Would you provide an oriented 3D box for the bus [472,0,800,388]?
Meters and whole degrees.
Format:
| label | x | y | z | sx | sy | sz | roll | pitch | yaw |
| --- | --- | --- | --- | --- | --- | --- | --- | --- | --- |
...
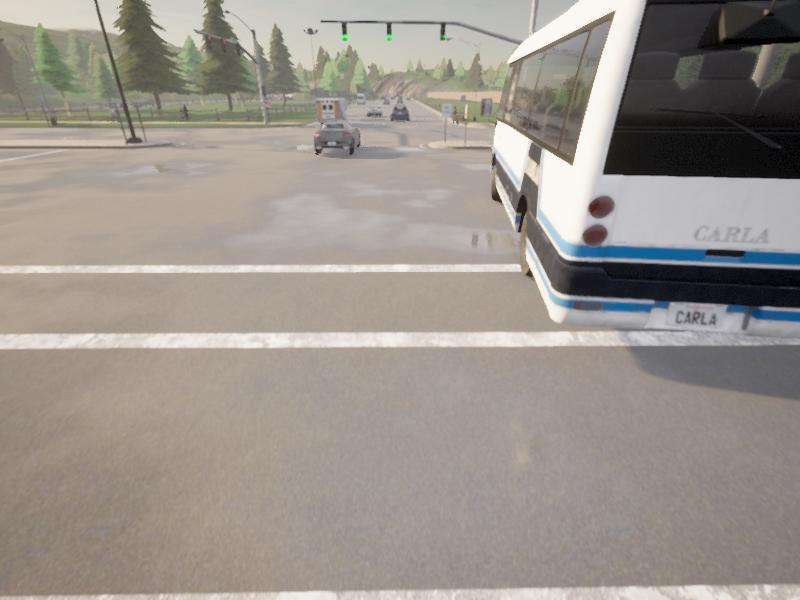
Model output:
| label | x | y | z | sx | sy | sz | roll | pitch | yaw |
| --- | --- | --- | --- | --- | --- | --- | --- | --- | --- |
| bus | 3.868 | -3.306 | 8.270 | 3.944 | 4.253 | 10.273 | 3 | 28 | 6 |

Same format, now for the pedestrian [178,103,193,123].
| label | x | y | z | sx | sy | sz | roll | pitch | yaw |
| --- | --- | --- | --- | --- | --- | --- | --- | --- | --- |
| pedestrian | -22.308 | -19.487 | 41.632 | 0.751 | 1.860 | 0.751 | 2 | 27 | 3 |

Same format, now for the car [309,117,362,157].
| label | x | y | z | sx | sy | sz | roll | pitch | yaw |
| --- | --- | --- | --- | --- | --- | --- | --- | --- | --- |
| car | -3.498 | -9.327 | 22.717 | 2.152 | 1.651 | 5.027 | 0 | 27 | 0 |

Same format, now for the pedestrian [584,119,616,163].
| label | x | y | z | sx | sy | sz | roll | pitch | yaw |
| --- | --- | --- | --- | --- | --- | --- | --- | --- | --- |
| pedestrian | 9.436 | -7.521 | 18.936 | 0.751 | 1.860 | 0.751 | 1 | 27 | 1 |

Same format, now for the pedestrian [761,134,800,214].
| label | x | y | z | sx | sy | sz | roll | pitch | yaw |
| --- | --- | --- | --- | --- | --- | --- | --- | --- | --- |
| pedestrian | 10.312 | -3.229 | 10.272 | 0.751 | 1.860 | 0.751 | 3 | 28 | 5 |

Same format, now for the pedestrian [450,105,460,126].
| label | x | y | z | sx | sy | sz | roll | pitch | yaw |
| --- | --- | --- | --- | --- | --- | --- | --- | --- | --- |
| pedestrian | 5.547 | -18.501 | 40.090 | 0.751 | 1.860 | 0.751 | -1 | 27 | -3 |

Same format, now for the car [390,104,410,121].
| label | x | y | z | sx | sy | sz | roll | pitch | yaw |
| --- | --- | --- | --- | --- | --- | --- | --- | --- | --- |
| car | 0.013 | -22.731 | 48.495 | 2.242 | 1.667 | 4.611 | 0 | 28 | 0 |

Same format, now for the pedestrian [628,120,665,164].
| label | x | y | z | sx | sy | sz | roll | pitch | yaw |
| --- | --- | --- | --- | --- | --- | --- | --- | --- | --- |
| pedestrian | 11.477 | -7.381 | 18.670 | 0.751 | 1.860 | 0.751 | -3 | 28 | -5 |

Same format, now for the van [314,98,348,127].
| label | x | y | z | sx | sy | sz | roll | pitch | yaw |
| --- | --- | --- | --- | --- | --- | --- | --- | --- | --- |
| van | -6.986 | -19.465 | 41.373 | 2.351 | 2.431 | 6.366 | 0 | 27 | 0 |

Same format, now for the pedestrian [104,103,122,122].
| label | x | y | z | sx | sy | sz | roll | pitch | yaw |
| --- | --- | --- | --- | --- | --- | --- | --- | --- | --- |
| pedestrian | -30.353 | -19.832 | 42.291 | 0.751 | 1.860 | 0.751 | 2 | 28 | 4 |

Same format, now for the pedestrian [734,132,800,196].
| label | x | y | z | sx | sy | sz | roll | pitch | yaw |
| --- | --- | --- | --- | --- | --- | --- | --- | --- | --- |
| pedestrian | 11.833 | -4.404 | 12.935 | 0.751 | 1.860 | 0.751 | -1 | 27 | -3 |

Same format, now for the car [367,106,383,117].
| label | x | y | z | sx | sy | sz | roll | pitch | yaw |
| --- | --- | --- | --- | --- | --- | --- | --- | --- | --- |
| car | -3.483 | -26.506 | 56.170 | 1.895 | 1.301 | 4.718 | 0 | 27 | 0 |
